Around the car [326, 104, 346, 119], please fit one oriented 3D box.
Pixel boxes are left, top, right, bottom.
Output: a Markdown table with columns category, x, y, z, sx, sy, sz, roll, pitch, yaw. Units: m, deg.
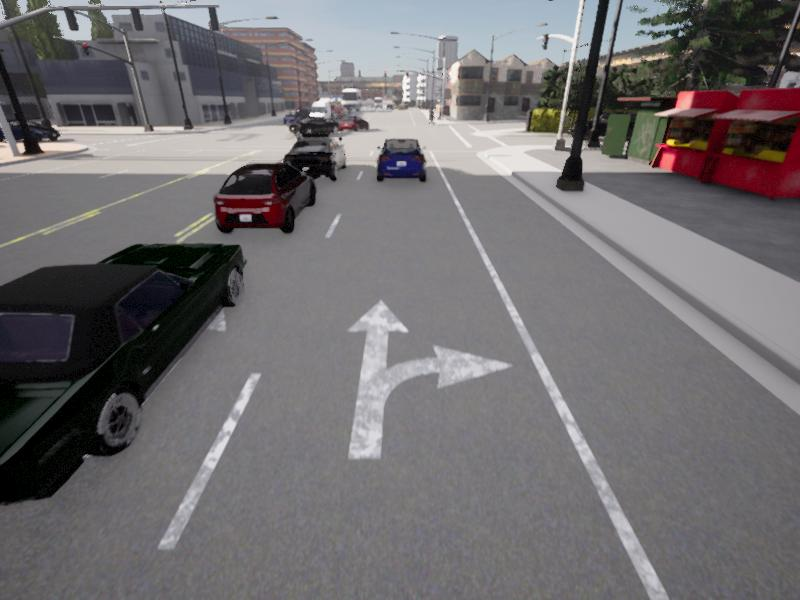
| category | x | y | z | sx | sy | sz | roll | pitch | yaw |
| --- | --- | --- | --- | --- | --- | --- | --- | --- | --- |
| car | -10.207 | -30.333 | 64.327 | 2.150 | 2.045 | 5.566 | 0 | 28 | 0 |

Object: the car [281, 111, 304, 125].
| category | x | y | z | sx | sy | sz | roll | pitch | yaw |
| --- | --- | --- | --- | --- | --- | --- | --- | --- | --- |
| car | -13.773 | -23.455 | 51.488 | 1.816 | 1.474 | 4.193 | 0 | 27 | 0 |

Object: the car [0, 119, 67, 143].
| category | x | y | z | sx | sy | sz | roll | pitch | yaw |
| --- | --- | --- | --- | --- | --- | --- | --- | --- | --- |
| car | -27.163 | -12.263 | 28.949 | 4.193 | 1.474 | 1.816 | 0 | 26 | 1 |

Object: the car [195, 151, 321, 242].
| category | x | y | z | sx | sy | sz | roll | pitch | yaw |
| --- | --- | --- | --- | --- | --- | --- | --- | --- | --- |
| car | -3.463 | -2.961 | 10.762 | 1.816 | 1.474 | 4.193 | 0 | 27 | 0 |

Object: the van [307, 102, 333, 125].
| category | x | y | z | sx | sy | sz | roll | pitch | yaw |
| --- | --- | --- | --- | --- | --- | --- | --- | --- | --- |
| van | -10.258 | -24.245 | 51.893 | 1.988 | 2.561 | 5.915 | 0 | 27 | 0 |

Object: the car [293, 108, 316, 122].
| category | x | y | z | sx | sy | sz | roll | pitch | yaw |
| --- | --- | --- | --- | --- | --- | --- | --- | --- | --- |
| car | -13.734 | -26.670 | 57.675 | 1.930 | 1.638 | 5.238 | 0 | 27 | 0 |

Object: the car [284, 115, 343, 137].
| category | x | y | z | sx | sy | sz | roll | pitch | yaw |
| --- | --- | --- | --- | --- | --- | --- | --- | --- | --- |
| car | -7.539 | -15.477 | 35.492 | 1.882 | 1.535 | 5.008 | 19 | 32 | 34 |

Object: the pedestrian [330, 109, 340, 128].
| category | x | y | z | sx | sy | sz | roll | pitch | yaw |
| --- | --- | --- | --- | --- | --- | --- | --- | --- | --- |
| pedestrian | -7.262 | -20.329 | 44.829 | 0.751 | 1.860 | 0.751 | -17 | 31 | -30 |

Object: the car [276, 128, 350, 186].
| category | x | y | z | sx | sy | sz | roll | pitch | yaw |
| --- | --- | --- | --- | --- | --- | --- | --- | --- | --- |
| car | -3.423 | -6.160 | 16.854 | 1.930 | 1.638 | 5.238 | 0 | 27 | 0 |

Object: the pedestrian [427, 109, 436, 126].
| category | x | y | z | sx | sy | sz | roll | pitch | yaw |
| --- | --- | --- | --- | --- | --- | --- | --- | --- | --- |
| pedestrian | 3.872 | -22.593 | 49.431 | 0.751 | 1.860 | 0.751 | -13 | 29 | -24 |

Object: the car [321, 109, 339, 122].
| category | x | y | z | sx | sy | sz | roll | pitch | yaw |
| --- | --- | --- | --- | --- | --- | --- | --- | --- | --- |
| car | -10.158 | -26.995 | 58.539 | 1.812 | 1.442 | 4.674 | 1 | 27 | 0 |

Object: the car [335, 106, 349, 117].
| category | x | y | z | sx | sy | sz | roll | pitch | yaw |
| --- | --- | --- | --- | --- | --- | --- | --- | --- | --- |
| car | -10.192 | -33.270 | 70.552 | 1.812 | 1.442 | 4.674 | 0 | 28 | 0 |

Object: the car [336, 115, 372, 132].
| category | x | y | z | sx | sy | sz | roll | pitch | yaw |
| --- | --- | --- | --- | --- | --- | --- | --- | --- | --- |
| car | -4.637 | -18.019 | 40.814 | 1.994 | 1.385 | 4.181 | 9 | 28 | 16 |

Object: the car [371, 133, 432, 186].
| category | x | y | z | sx | sy | sz | roll | pitch | yaw |
| --- | --- | --- | --- | --- | --- | --- | --- | --- | --- |
| car | 0.067 | -5.986 | 16.704 | 2.163 | 1.488 | 4.792 | 0 | 27 | 0 |

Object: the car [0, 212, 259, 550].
| category | x | y | z | sx | sy | sz | roll | pitch | yaw |
| --- | --- | --- | --- | --- | --- | --- | --- | --- | --- |
| car | -3.486 | 0.204 | 4.791 | 1.895 | 1.301 | 4.718 | 0 | 27 | 0 |

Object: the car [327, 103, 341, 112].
| category | x | y | z | sx | sy | sz | roll | pitch | yaw |
| --- | --- | --- | --- | --- | --- | --- | --- | --- | --- |
| car | -13.638 | -39.856 | 82.928 | 1.882 | 1.535 | 5.008 | 0 | 27 | 0 |

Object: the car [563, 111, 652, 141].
| category | x | y | z | sx | sy | sz | roll | pitch | yaw |
| --- | --- | --- | --- | --- | --- | --- | --- | --- | --- |
| car | 16.210 | -13.736 | 31.553 | 5.566 | 2.045 | 2.150 | 0 | 26 | 1 |

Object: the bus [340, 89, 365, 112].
| category | x | y | z | sx | sy | sz | roll | pitch | yaw |
| --- | --- | --- | --- | --- | --- | --- | --- | --- | --- |
| bus | -10.002 | -42.382 | 84.915 | 3.944 | 4.253 | 10.273 | 0 | 27 | 0 |

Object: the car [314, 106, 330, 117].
| category | x | y | z | sx | sy | sz | roll | pitch | yaw |
| --- | --- | --- | --- | --- | --- | --- | --- | --- | --- |
| car | -13.696 | -33.172 | 70.294 | 1.837 | 1.490 | 4.892 | 0 | 28 | 0 |

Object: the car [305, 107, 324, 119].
| category | x | y | z | sx | sy | sz | roll | pitch | yaw |
| --- | --- | --- | --- | --- | --- | --- | --- | --- | --- |
| car | -13.718 | -29.984 | 64.187 | 1.882 | 1.535 | 5.008 | 0 | 28 | 0 |
